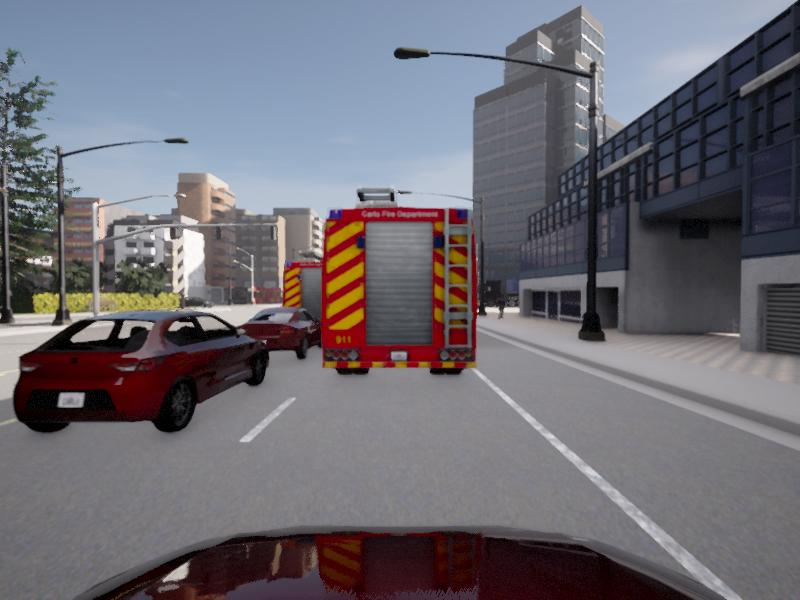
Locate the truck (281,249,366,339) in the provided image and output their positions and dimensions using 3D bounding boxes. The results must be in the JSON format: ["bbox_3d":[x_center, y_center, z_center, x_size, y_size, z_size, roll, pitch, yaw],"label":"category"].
[{"bbox_3d":[-3.626,-0.252,21.262,2.891,3.827,8.468,0,0,0],"label":"truck"}]

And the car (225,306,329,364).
[{"bbox_3d":[-3.549,0.939,12.562,1.812,1.442,4.674,0,0,0],"label":"car"}]

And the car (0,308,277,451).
[{"bbox_3d":[-3.509,0.881,6.338,1.816,1.474,4.193,0,0,0],"label":"car"}]

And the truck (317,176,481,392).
[{"bbox_3d":[-0.008,-0.259,11.332,2.891,3.827,8.468,0,0,0],"label":"truck"}]

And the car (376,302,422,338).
[{"bbox_3d":[-0.026,0.897,20.276,2.038,1.542,4.974,0,0,0],"label":"car"}]

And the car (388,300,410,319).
[{"bbox_3d":[-0.077,0.767,34.271,1.816,1.474,4.193,0,1,0],"label":"car"}]

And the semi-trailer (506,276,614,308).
[{"bbox_3d":[22.664,-1.152,57.220,14.254,4.402,2.717,0,1,0],"label":"semi-trailer"}]

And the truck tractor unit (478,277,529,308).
[{"bbox_3d":[14.749,-1.060,57.277,6.516,4.208,3.053,0,1,0],"label":"truck tractor unit"}]

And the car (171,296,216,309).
[{"bbox_3d":[-27.853,0.314,54.086,5.027,1.651,2.152,0,1,1],"label":"car"}]

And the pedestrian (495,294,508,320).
[{"bbox_3d":[7.313,0.506,28.810,0.751,1.860,0.751,0,1,0],"label":"pedestrian"}]
